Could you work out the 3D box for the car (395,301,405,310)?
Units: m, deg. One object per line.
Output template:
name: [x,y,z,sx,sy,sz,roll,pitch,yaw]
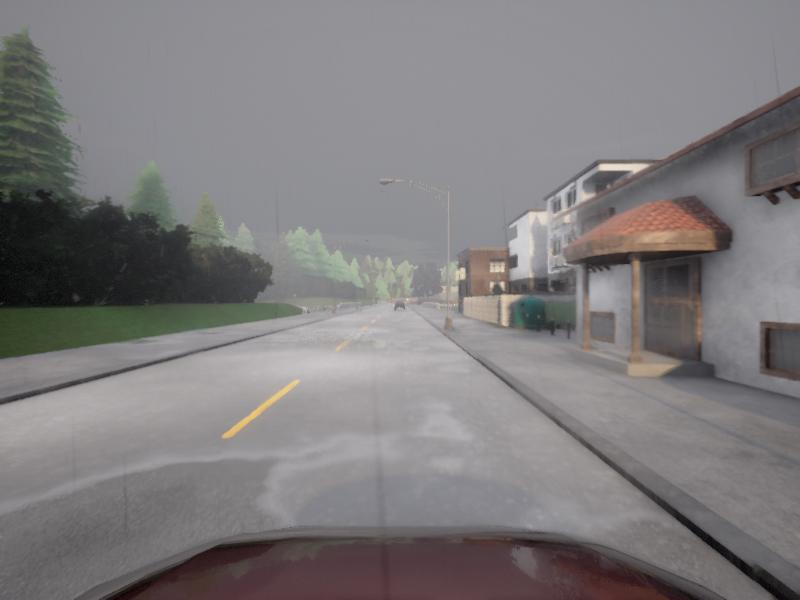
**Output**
car: [-0.024,0.899,71.471,1.837,1.490,4.892,0,0,0]
